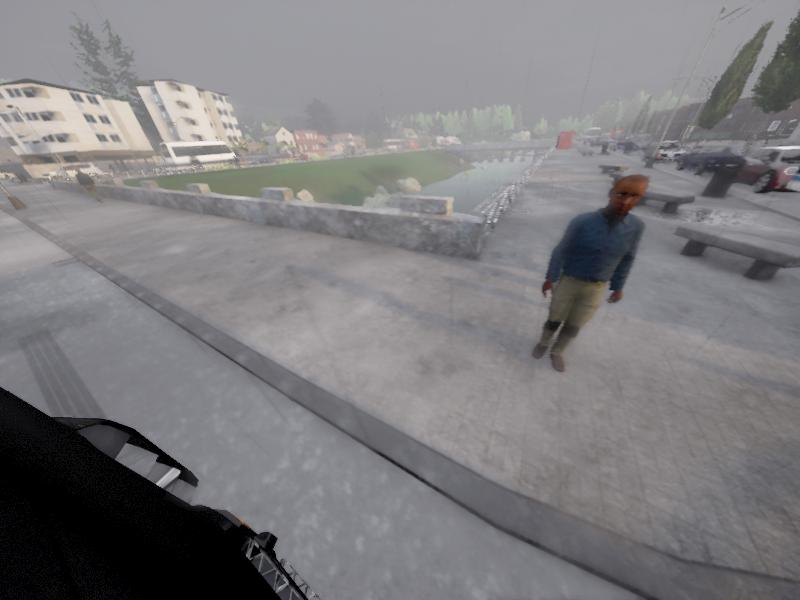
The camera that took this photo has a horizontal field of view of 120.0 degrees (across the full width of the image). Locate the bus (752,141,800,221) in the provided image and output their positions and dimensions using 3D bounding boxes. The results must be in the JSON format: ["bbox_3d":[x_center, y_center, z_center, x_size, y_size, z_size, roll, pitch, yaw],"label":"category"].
[{"bbox_3d":[11.083,-1.953,2.148,3.944,4.253,10.273,15,38,25],"label":"bus"}]

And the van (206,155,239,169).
[{"bbox_3d":[-35.477,-27.680,46.317,1.775,1.987,4.442,16,38,26],"label":"van"}]

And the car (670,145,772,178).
[{"bbox_3d":[18.467,-8.263,13.653,1.895,1.301,4.718,16,38,26],"label":"car"}]

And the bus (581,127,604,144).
[{"bbox_3d":[63.611,-54.651,76.750,3.944,4.253,10.273,16,38,26],"label":"bus"}]

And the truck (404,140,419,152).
[{"bbox_3d":[4.905,-64.454,96.427,2.891,3.827,8.468,16,38,26],"label":"truck"}]

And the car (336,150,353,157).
[{"bbox_3d":[-17.219,-45.806,72.277,1.930,1.638,5.238,16,38,26],"label":"car"}]

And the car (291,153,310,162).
[{"bbox_3d":[-25.879,-37.092,60.036,1.851,1.617,3.988,16,38,26],"label":"car"}]

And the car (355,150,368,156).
[{"bbox_3d":[-13.114,-49.807,78.156,1.994,1.385,4.181,16,38,26],"label":"car"}]

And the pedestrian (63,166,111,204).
[{"bbox_3d":[-17.962,-6.600,13.308,0.751,1.860,0.751,16,38,26],"label":"pedestrian"}]

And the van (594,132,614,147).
[{"bbox_3d":[45.401,-35.813,51.544,1.988,2.561,5.915,16,38,26],"label":"van"}]

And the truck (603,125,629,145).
[{"bbox_3d":[57.751,-44.270,62.082,2.891,3.827,8.468,16,38,26],"label":"truck"}]

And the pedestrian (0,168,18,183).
[{"bbox_3d":[-58.050,-18.424,34.134,0.751,1.860,0.751,19,40,30],"label":"pedestrian"}]

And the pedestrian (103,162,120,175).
[{"bbox_3d":[-47.765,-21.758,38.304,0.751,1.860,0.751,7,35,14],"label":"pedestrian"}]

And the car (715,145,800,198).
[{"bbox_3d":[15.281,-5.157,9.101,1.970,1.475,3.806,16,38,26],"label":"car"}]

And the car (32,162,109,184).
[{"bbox_3d":[-45.489,-17.689,32.113,2.150,2.045,5.566,16,39,26],"label":"car"}]

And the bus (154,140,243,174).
[{"bbox_3d":[-34.605,-25.218,40.550,3.944,4.253,10.273,16,39,26],"label":"bus"}]

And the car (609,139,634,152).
[{"bbox_3d":[33.736,-23.636,35.263,1.816,1.474,4.193,16,38,26],"label":"car"}]

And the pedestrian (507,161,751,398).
[{"bbox_3d":[1.619,-0.131,2.077,0.751,1.860,0.751,15,38,25],"label":"pedestrian"}]

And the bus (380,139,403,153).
[{"bbox_3d":[-3.253,-60.797,91.220,3.944,4.253,10.273,16,38,26],"label":"bus"}]

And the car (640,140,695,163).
[{"bbox_3d":[23.063,-12.948,20.130,1.970,1.475,3.806,16,38,26],"label":"car"}]

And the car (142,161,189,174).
[{"bbox_3d":[-40.164,-22.839,39.762,1.930,1.638,5.238,16,38,26],"label":"car"}]

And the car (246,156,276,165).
[{"bbox_3d":[-31.387,-31.525,52.260,2.033,1.411,5.357,16,38,26],"label":"car"}]

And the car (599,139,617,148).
[{"bbox_3d":[41.230,-31.133,45.904,1.812,1.442,4.674,16,38,26],"label":"car"}]

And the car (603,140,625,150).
[{"bbox_3d":[37.282,-27.112,40.339,1.895,1.301,4.718,16,38,26],"label":"car"}]

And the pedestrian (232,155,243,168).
[{"bbox_3d":[-28.618,-24.327,40.646,0.751,1.860,0.751,8,35,16],"label":"pedestrian"}]

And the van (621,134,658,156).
[{"bbox_3d":[28.480,-18.595,27.685,1.775,1.987,4.442,16,38,26],"label":"van"}]

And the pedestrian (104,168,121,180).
[{"bbox_3d":[-36.612,-16.048,29.410,0.751,1.300,0.751,16,38,26],"label":"pedestrian"}]
